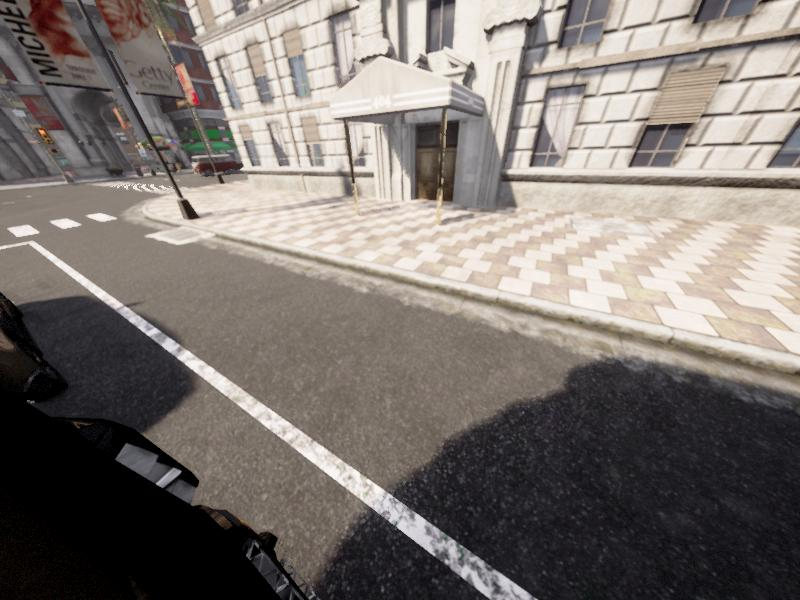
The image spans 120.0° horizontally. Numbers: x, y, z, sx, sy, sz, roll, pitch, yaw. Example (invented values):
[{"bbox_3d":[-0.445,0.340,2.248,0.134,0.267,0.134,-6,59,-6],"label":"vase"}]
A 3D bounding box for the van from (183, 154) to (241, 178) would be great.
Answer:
[{"bbox_3d":[-21.466,-15.513,26.629,1.775,1.987,4.442,16,38,26],"label":"van"}]

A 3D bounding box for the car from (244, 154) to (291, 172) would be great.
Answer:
[{"bbox_3d":[-17.965,-18.836,31.672,1.930,1.638,5.238,16,38,26],"label":"car"}]

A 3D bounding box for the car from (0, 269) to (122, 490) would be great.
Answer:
[{"bbox_3d":[-5.489,0.443,2.196,4.902,1.511,2.128,16,38,25],"label":"car"}]

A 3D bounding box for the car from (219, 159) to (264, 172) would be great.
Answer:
[{"bbox_3d":[-21.842,-18.733,32.082,1.895,1.301,4.718,17,38,26],"label":"car"}]
